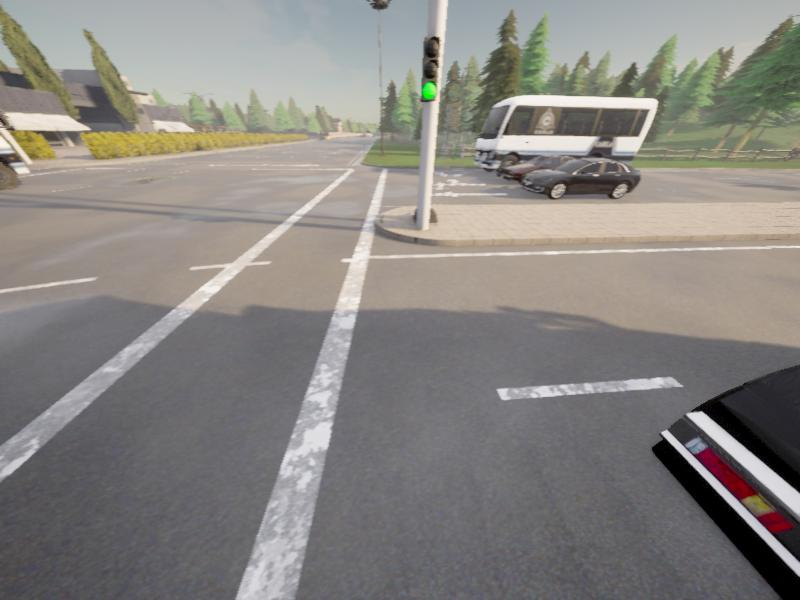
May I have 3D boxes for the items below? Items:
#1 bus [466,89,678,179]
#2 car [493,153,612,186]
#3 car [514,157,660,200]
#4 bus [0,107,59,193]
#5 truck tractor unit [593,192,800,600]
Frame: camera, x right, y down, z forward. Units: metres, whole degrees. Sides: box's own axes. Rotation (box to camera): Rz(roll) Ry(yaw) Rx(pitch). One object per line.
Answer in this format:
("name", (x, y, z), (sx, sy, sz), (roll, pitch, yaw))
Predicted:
("bus", (10.413, -10.805, 15.491), (10.273, 4.253, 3.944), (-2, 36, -4))
("car", (8.606, -7.598, 13.439), (5.357, 1.411, 2.033), (-2, 36, -4))
("car", (8.216, -5.574, 10.527), (4.892, 1.490, 1.837), (-2, 36, -4))
("bus", (-18.583, -4.543, 6.177), (3.944, 4.253, 10.273), (-4, 36, -7))
("truck tractor unit", (5.366, 0.155, 0.153), (6.516, 4.208, 3.053), (-3, 36, -5))
